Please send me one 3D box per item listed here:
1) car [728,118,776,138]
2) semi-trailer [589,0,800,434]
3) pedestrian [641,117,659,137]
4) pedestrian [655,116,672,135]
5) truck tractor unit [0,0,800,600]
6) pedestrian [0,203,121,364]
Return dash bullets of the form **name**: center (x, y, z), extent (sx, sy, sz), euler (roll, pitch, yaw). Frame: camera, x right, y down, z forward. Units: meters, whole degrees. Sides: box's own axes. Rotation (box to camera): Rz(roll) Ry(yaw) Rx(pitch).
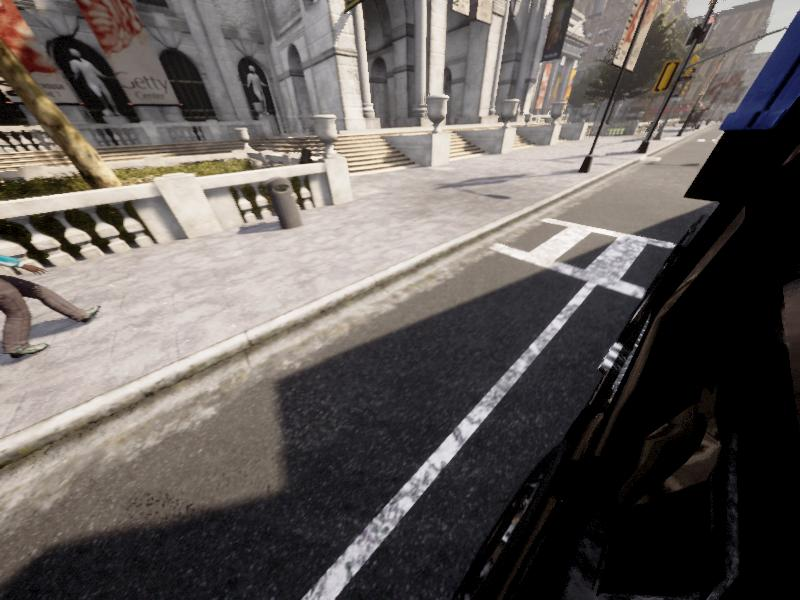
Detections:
- **car**: center (36.265, -17.797, 23.898), extent (4.902, 1.511, 2.128), euler (-29, 44, -31)
- **semi-trailer**: center (9.359, -3.050, 3.431), extent (14.254, 4.402, 2.717), euler (-20, 39, -21)
- **pedestrian**: center (29.582, -20.456, 27.348), extent (0.751, 1.860, 0.751), euler (28, 47, 35)
- **pedestrian**: center (33.375, -22.098, 29.299), extent (0.751, 1.860, 0.751), euler (26, 45, 33)
- **truck tractor unit**: center (2.645, -0.295, 0.352), extent (6.516, 4.208, 3.053), euler (-28, 44, -30)
- **pedestrian**: center (-4.422, -0.277, 2.502), extent (0.751, 1.860, 0.751), euler (9, 38, 15)
